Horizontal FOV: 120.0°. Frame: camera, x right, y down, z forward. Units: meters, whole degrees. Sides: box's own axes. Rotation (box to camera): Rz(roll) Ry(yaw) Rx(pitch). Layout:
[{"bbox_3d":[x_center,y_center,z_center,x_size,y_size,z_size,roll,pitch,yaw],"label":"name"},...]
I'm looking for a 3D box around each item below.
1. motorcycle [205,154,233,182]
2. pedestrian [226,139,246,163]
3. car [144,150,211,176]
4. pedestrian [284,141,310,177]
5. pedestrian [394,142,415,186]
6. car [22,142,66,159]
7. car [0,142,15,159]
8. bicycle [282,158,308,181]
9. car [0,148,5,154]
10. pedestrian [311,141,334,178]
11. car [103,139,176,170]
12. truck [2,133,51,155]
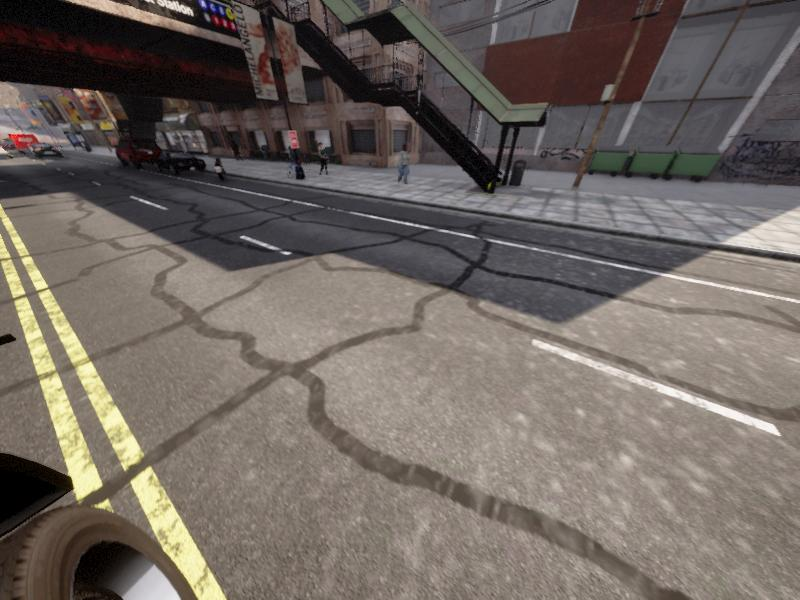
[{"bbox_3d":[-11.152,-8.216,14.324,0.764,1.277,2.356,-17,39,-22],"label":"motorcycle"},{"bbox_3d":[-15.566,-14.167,21.959,0.751,1.860,0.751,15,38,20],"label":"pedestrian"},{"bbox_3d":[-16.632,-10.308,17.270,4.718,1.301,1.895,20,40,26],"label":"car"},{"bbox_3d":[-6.336,-8.747,14.339,0.751,1.860,0.751,16,38,22],"label":"pedestrian"},{"bbox_3d":[0.221,-6.961,11.853,0.751,1.860,0.751,-27,43,-33],"label":"pedestrian"},{"bbox_3d":[-44.379,-18.696,28.782,4.974,1.542,2.038,21,40,26],"label":"car"},{"bbox_3d":[-47.805,-17.615,27.155,3.988,1.617,1.851,21,40,26],"label":"car"},{"bbox_3d":[-6.127,-7.616,13.485,1.643,1.024,0.373,20,30,26],"label":"bicycle"},{"bbox_3d":[-60.759,-22.355,34.047,4.718,1.301,1.895,21,40,26],"label":"car"},{"bbox_3d":[-4.749,-8.653,14.218,0.751,1.860,0.751,19,39,25],"label":"pedestrian"},{"bbox_3d":[-22.866,-12.921,20.295,5.566,2.045,2.435,20,40,26],"label":"car"},{"bbox_3d":[-55.475,-23.250,34.340,5.204,2.467,2.627,21,40,26],"label":"truck"}]
